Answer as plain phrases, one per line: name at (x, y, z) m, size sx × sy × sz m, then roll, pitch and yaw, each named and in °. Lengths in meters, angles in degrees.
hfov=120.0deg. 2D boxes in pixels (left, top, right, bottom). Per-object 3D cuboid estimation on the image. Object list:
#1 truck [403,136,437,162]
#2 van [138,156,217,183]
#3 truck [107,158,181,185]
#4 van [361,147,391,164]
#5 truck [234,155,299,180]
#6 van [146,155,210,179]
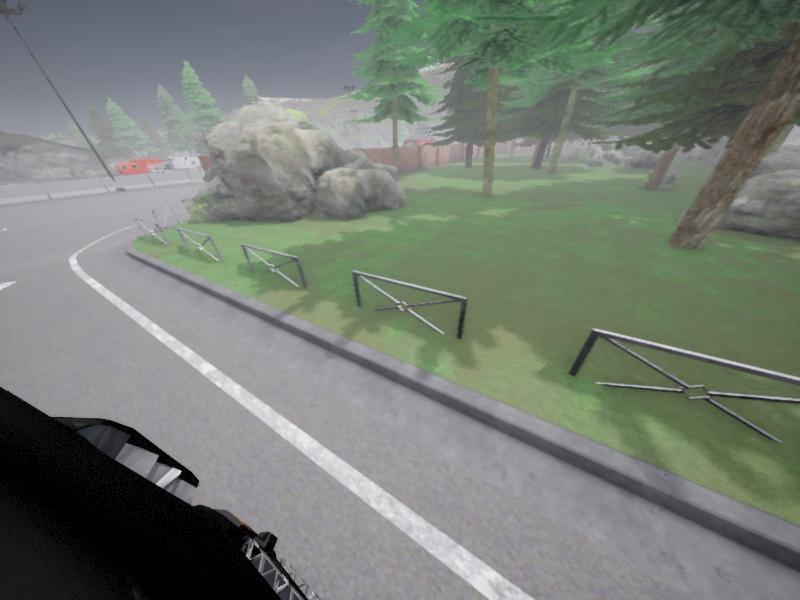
truck at (3.939, -29.004, 44.319) m, size 2.891 × 3.827 × 8.468 m, roll 16°, pitch 38°, yaw 26°
van at (-27.408, -16.394, 28.905) m, size 2.351 × 2.431 × 6.366 m, roll 16°, pitch 38°, yaw 25°
truck at (-31.573, -16.123, 28.770) m, size 2.627 × 2.467 × 5.204 m, roll 16°, pitch 38°, yaw 25°
van at (-4.498, -27.759, 44.336) m, size 2.351 × 2.431 × 6.366 m, roll 16°, pitch 38°, yaw 26°
truck at (-15.829, -16.187, 28.025) m, size 2.390 × 2.098 × 6.274 m, roll 16°, pitch 38°, yaw 25°
van at (-32.166, -19.486, 33.825) m, size 1.988 × 2.561 × 5.915 m, roll 16°, pitch 38°, yaw 25°
